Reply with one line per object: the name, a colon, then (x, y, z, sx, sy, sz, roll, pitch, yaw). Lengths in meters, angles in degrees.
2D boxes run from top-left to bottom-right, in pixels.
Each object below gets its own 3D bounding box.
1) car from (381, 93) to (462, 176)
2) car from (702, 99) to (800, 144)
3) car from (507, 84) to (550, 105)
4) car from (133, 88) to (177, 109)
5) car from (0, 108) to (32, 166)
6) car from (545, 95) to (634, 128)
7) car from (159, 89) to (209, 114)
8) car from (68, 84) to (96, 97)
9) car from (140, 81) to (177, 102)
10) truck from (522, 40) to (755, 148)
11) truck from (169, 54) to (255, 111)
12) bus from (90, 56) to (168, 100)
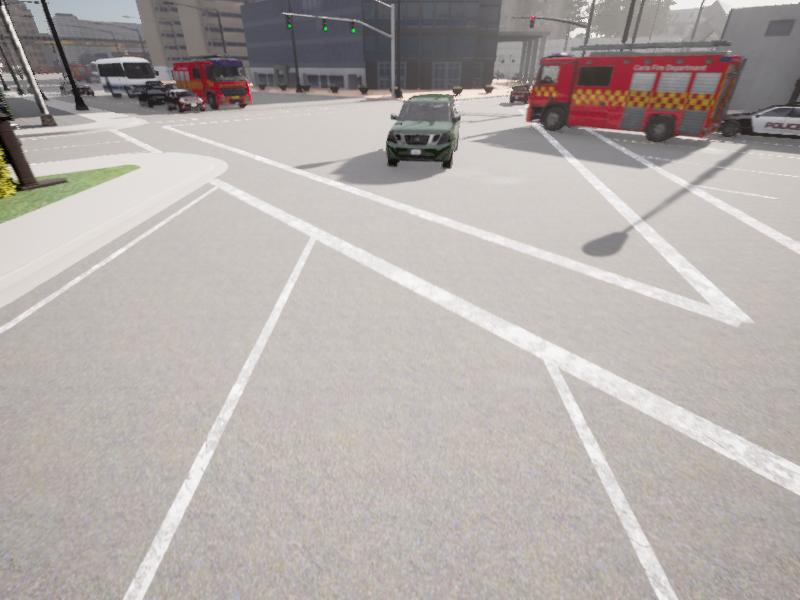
car: (0.991, -6.278, 14.635, 2.150, 2.045, 5.566, 5, 31, 9)
car: (17.363, -8.232, 18.402, 2.038, 1.542, 4.974, -27, 39, -37)
car: (11.780, -18.829, 36.604, 1.816, 1.474, 4.193, 26, 39, 37)
car: (-21.628, -17.805, 35.298, 1.994, 1.385, 4.181, -26, 39, -37)
car: (-15.882, -5.197, 13.227, 5.027, 1.651, 2.152, -26, 39, -37)
car: (11.187, -11.326, 23.917, 1.994, 1.385, 4.181, -25, 38, -35)
car: (-16.729, -15.391, 30.927, 1.970, 1.475, 3.806, -27, 39, -37)
car: (-42.730, -28.154, 53.761, 1.994, 1.385, 4.181, -27, 39, -37)
car: (-26.175, -22.684, 43.367, 3.866, 1.878, 1.905, 26, 39, 38)
truck: (10.731, -10.050, 19.301, 2.891, 3.827, 8.468, -27, 39, -37)
truck: (-16.150, -18.584, 34.108, 2.891, 3.827, 8.468, -27, 39, -38)
bus: (-33.212, -27.148, 48.931, 10.273, 4.253, 3.944, 23, 37, 35)
